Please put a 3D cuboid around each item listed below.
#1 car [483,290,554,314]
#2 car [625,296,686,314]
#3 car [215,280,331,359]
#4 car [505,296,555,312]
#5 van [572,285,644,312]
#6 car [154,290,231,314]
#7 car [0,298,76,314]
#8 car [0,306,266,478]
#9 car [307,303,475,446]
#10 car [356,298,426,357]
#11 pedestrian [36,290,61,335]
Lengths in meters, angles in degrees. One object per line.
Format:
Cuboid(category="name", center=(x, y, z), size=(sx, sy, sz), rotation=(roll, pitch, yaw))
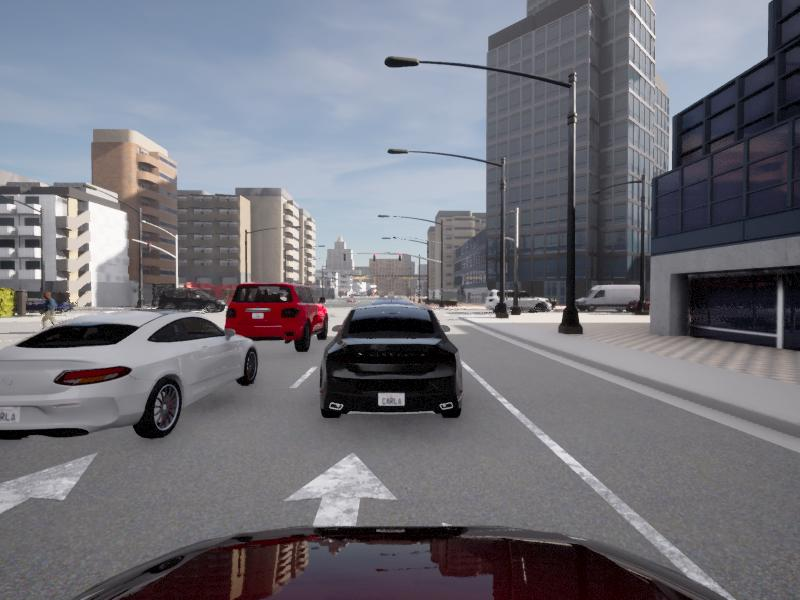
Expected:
Cuboid(category="car", center=(10.215, 0.153, 34.907), size=(5.566, 2.045, 2.150), rotation=(0, 1, 0))
Cuboid(category="car", center=(22.343, 0.440, 35.044), size=(4.193, 1.474, 1.816), rotation=(0, 1, -1))
Cuboid(category="car", center=(-3.796, 0.479, 13.206), size=(2.150, 2.045, 5.566), rotation=(0, 1, -1))
Cuboid(category="car", center=(12.427, 0.376, 38.379), size=(4.193, 1.474, 1.816), rotation=(0, 1, -1))
Cuboid(category="van", center=(19.906, -0.155, 38.479), size=(5.915, 2.561, 1.988), rotation=(0, 1, -1))
Cuboid(category="car", center=(-17.881, 0.152, 34.679), size=(5.566, 2.045, 2.150), rotation=(0, 1, -4))
Cuboid(category="car", center=(-30.917, 0.521, 34.247), size=(4.718, 1.301, 1.895), rotation=(0, 1, -1))
Cuboid(category="car", center=(-3.631, 0.861, 5.908), size=(1.812, 1.442, 4.674), rotation=(0, 0, -1))
Cuboid(category="car", center=(-0.149, 0.835, 6.827), size=(1.837, 1.490, 4.892), rotation=(0, 0, -1))
Cuboid(category="car", center=(-0.289, 0.737, 13.310), size=(1.882, 1.535, 5.008), rotation=(0, 1, -1))
Cuboid(category="pedestrian", center=(-14.815, 0.510, 16.873), size=(0.751, 1.860, 0.751), rotation=(-1, 1, -39))
